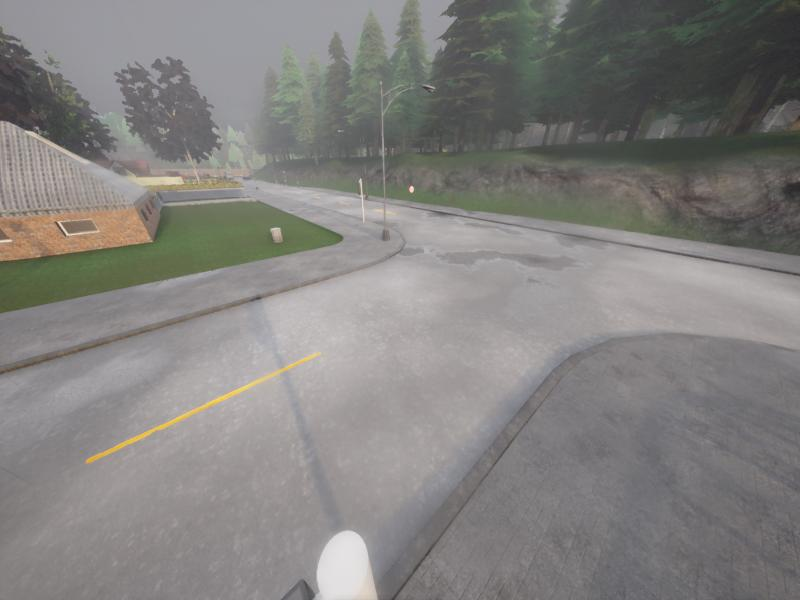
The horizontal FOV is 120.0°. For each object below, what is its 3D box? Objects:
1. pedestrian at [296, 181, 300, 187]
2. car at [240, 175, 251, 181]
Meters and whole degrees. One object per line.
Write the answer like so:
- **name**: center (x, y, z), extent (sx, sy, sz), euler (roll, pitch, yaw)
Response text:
- **pedestrian**: center (-23.416, -26.730, 53.153), extent (0.500, 1.100, 0.500), euler (-23, 37, -34)
- **car**: center (-53.787, -42.584, 80.330), extent (1.930, 1.638, 5.238), euler (-23, 37, -34)
